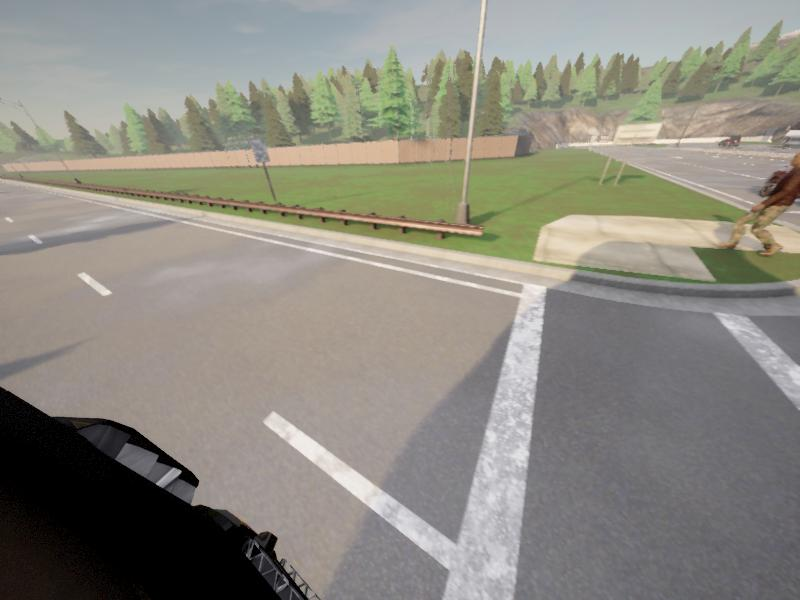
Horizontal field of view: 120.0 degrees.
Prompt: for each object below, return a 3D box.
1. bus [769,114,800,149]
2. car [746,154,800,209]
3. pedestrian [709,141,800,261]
[{"bbox_3d":[58.020,-23.048,31.272,3.944,4.253,10.273,16,38,26],"label":"bus"},{"bbox_3d":[14.702,-3.918,7.652,1.812,1.442,4.674,16,38,27],"label":"car"},{"bbox_3d":[6.929,-1.791,4.244,0.751,1.860,0.751,-25,39,-30],"label":"pedestrian"}]
